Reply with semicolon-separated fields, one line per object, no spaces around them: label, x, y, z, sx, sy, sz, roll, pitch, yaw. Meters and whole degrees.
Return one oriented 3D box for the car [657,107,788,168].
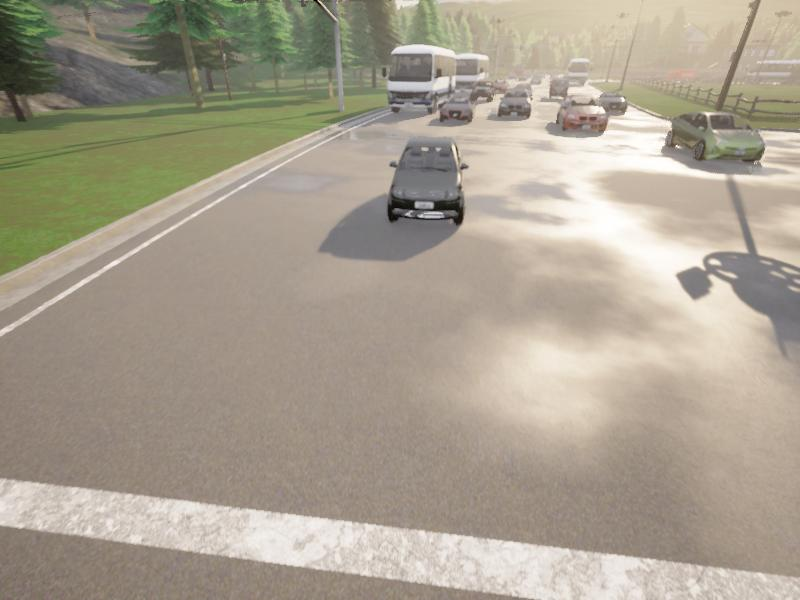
car;12.214;-6.488;15.654;2.007;1.525;4.514;5;31;9

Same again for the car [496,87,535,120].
car;8.057;-13.769;27.901;2.242;1.667;4.611;8;31;12

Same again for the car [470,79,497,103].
car;8.107;-20.270;38.776;1.905;1.878;3.866;10;32;15

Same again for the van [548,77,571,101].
van;16.684;-22.145;41.953;1.775;1.987;4.442;10;32;16

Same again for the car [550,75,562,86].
car;28.997;-40.808;74.306;1.801;1.575;5.366;10;32;16

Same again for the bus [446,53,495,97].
bus;8.851;-27.891;49.449;3.944;4.253;10.273;10;32;16

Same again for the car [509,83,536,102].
car;12.477;-21.138;40.699;2.163;1.488;4.792;10;32;15

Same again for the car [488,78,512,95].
car;12.815;-27.393;51.182;2.242;1.667;4.611;10;32;16

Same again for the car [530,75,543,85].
car;25.857;-41.681;75.721;2.033;1.649;4.856;10;32;16

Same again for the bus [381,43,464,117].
bus;2.060;-17.050;30.899;3.944;4.253;10.273;8;31;14

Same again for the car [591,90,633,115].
car;16.173;-15.206;30.721;1.994;1.385;4.181;9;31;14

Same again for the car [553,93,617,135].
car;10.096;-10.471;22.289;2.242;1.667;4.611;6;31;11

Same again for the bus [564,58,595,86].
bus;33.117;-42.406;74.427;3.944;4.253;10.273;10;32;16

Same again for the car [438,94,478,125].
car;3.727;-12.125;25.357;1.994;1.385;4.181;7;31;11

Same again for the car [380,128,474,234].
car;0.702;-3.035;9.628;1.789;1.549;3.705;3;31;5
